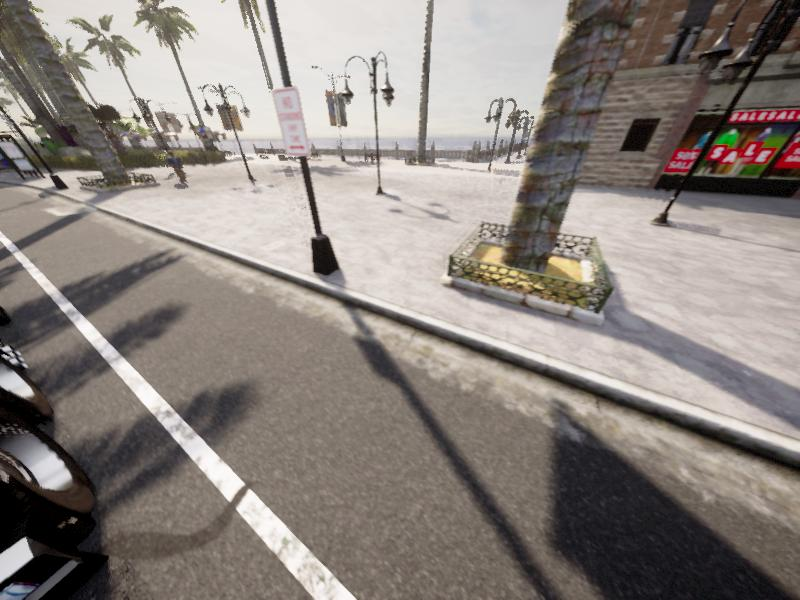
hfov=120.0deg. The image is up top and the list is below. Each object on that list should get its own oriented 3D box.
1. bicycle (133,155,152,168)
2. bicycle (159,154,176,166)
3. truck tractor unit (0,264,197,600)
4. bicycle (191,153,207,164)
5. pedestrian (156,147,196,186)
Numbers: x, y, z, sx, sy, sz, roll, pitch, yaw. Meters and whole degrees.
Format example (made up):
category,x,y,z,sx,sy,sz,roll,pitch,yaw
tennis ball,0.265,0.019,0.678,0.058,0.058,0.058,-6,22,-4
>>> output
category,x,y,z,sx,sy,sz,roll,pitch,yaw
bicycle,-25.451,-13.673,22.838,1.643,1.024,0.373,18,39,24
bicycle,-24.465,-14.679,24.274,1.643,1.024,0.373,18,39,24
truck tractor unit,-5.117,-0.292,0.786,6.516,4.208,3.053,18,39,24
bicycle,-22.986,-16.188,26.429,1.643,1.024,0.373,18,39,24
pedestrian,-12.599,-7.533,13.064,0.751,1.860,0.751,19,39,25
